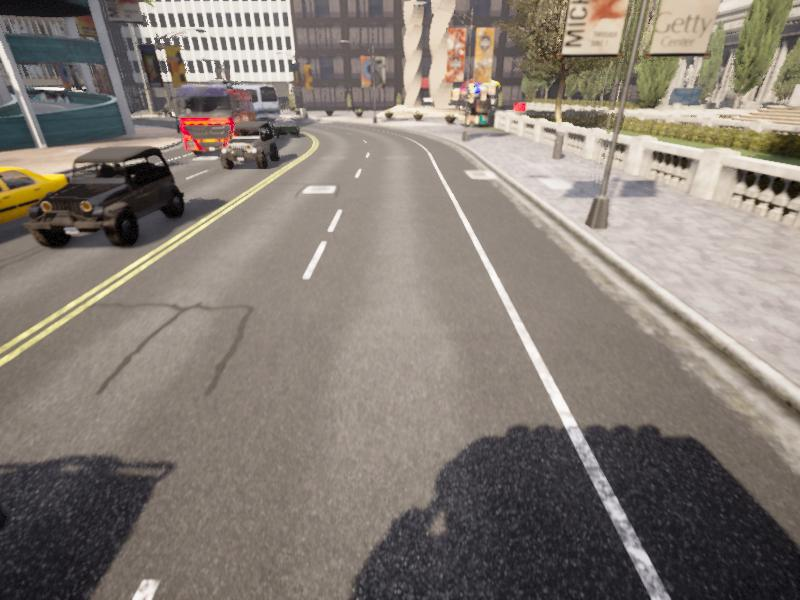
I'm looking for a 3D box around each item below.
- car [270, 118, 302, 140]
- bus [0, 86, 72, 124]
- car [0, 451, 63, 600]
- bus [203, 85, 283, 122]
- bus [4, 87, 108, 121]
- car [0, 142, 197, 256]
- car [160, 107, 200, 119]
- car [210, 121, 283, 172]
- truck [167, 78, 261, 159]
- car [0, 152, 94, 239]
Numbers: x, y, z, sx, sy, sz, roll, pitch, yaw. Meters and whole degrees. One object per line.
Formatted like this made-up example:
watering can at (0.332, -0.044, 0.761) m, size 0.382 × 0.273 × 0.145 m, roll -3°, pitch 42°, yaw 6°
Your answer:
car at (-9.389, -14.120, 32.841) m, size 1.895 × 1.301 × 4.718 m, roll -10°, pitch 29°, yaw -18°
bus at (-49.731, -25.168, 51.717) m, size 10.273 × 4.253 × 3.944 m, roll -1°, pitch 27°, yaw 0°
car at (-3.502, 2.102, 0.535) m, size 1.932 × 1.855 × 4.605 m, roll 0°, pitch 27°, yaw 0°
bus at (-21.460, -26.994, 54.853) m, size 10.273 × 4.253 × 3.944 m, roll 15°, pitch 31°, yaw 27°
bus at (-49.333, -28.260, 57.730) m, size 10.273 × 4.253 × 3.944 m, roll -1°, pitch 27°, yaw 0°
car at (-7.036, -2.669, 9.865) m, size 1.905 × 1.878 × 3.866 m, roll -1°, pitch 27°, yaw -1°
car at (-33.054, -28.129, 60.147) m, size 4.974 × 1.542 × 2.038 m, roll 6°, pitch 28°, yaw 13°
car at (-7.153, -7.454, 19.182) m, size 1.905 × 1.878 × 3.866 m, roll -1°, pitch 27°, yaw -1°
truck at (-10.987, -11.421, 24.844) m, size 2.891 × 3.827 × 8.468 m, roll -5°, pitch 28°, yaw -9°
car at (-10.523, -2.461, 9.853) m, size 1.801 × 1.575 × 5.366 m, roll 0°, pitch 27°, yaw 0°
